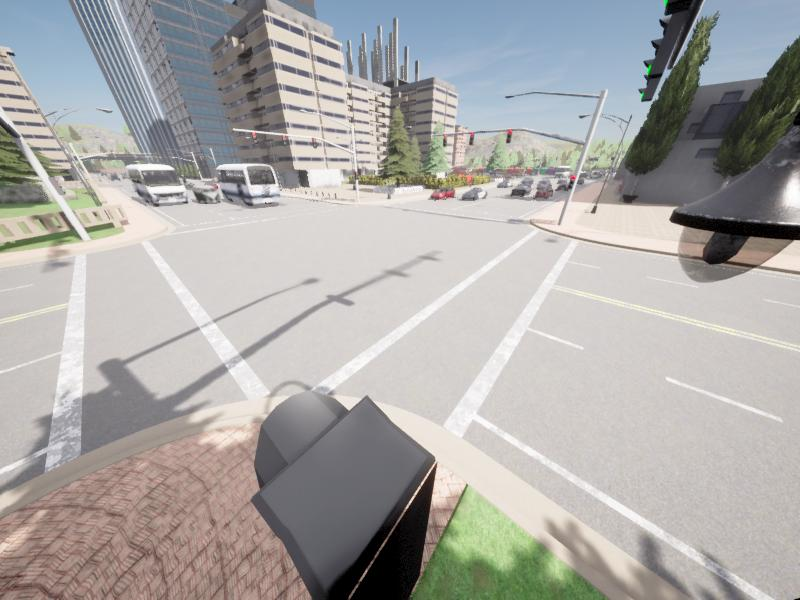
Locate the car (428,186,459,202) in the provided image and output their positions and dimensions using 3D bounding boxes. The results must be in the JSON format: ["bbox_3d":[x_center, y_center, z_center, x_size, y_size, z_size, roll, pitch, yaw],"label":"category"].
[{"bbox_3d":[6.084,-14.795,32.104,2.007,1.525,4.514,23,37,34],"label":"car"}]

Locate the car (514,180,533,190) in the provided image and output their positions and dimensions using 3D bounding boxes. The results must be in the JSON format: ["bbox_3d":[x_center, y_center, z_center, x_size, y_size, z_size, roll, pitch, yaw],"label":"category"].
[{"bbox_3d":[25.137,-23.386,47.057,2.007,1.525,4.514,23,37,34],"label":"car"}]

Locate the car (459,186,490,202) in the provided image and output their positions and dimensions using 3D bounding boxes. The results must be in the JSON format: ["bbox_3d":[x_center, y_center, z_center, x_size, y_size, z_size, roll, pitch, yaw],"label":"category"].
[{"bbox_3d":[10.257,-14.558,31.693,2.038,1.542,4.974,23,37,34],"label":"car"}]

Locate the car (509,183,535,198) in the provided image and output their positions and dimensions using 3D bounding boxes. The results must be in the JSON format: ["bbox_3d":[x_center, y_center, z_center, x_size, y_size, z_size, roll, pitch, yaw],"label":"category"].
[{"bbox_3d":[19.008,-17.097,35.978,1.930,1.638,5.238,23,37,34],"label":"car"}]

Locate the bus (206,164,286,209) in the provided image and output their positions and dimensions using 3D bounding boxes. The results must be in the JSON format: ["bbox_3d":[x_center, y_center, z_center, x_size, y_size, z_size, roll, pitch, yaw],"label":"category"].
[{"bbox_3d":[-18.881,-14.130,28.230,10.273,4.253,3.944,23,37,34],"label":"bus"}]

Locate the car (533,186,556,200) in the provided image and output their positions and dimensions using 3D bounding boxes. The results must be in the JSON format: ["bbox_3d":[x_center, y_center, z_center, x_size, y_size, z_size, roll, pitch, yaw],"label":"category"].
[{"bbox_3d":[20.742,-15.370,33.074,1.789,1.549,3.705,23,37,34],"label":"car"}]

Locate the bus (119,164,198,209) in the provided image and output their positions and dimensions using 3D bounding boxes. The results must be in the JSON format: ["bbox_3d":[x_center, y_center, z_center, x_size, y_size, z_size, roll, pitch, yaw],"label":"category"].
[{"bbox_3d":[-29.573,-14.140,28.246,10.273,4.253,3.944,22,36,33],"label":"bus"}]

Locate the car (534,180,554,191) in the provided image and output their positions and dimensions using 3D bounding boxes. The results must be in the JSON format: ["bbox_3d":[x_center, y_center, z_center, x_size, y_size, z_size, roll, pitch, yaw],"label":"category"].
[{"bbox_3d":[28.806,-22.933,46.079,2.033,1.649,4.856,23,37,34],"label":"car"}]

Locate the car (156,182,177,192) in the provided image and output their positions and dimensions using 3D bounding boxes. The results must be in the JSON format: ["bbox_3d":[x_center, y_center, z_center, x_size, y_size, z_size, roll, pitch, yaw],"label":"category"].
[{"bbox_3d":[-43.681,-21.136,43.171,4.674,1.442,1.812,23,37,34],"label":"car"}]

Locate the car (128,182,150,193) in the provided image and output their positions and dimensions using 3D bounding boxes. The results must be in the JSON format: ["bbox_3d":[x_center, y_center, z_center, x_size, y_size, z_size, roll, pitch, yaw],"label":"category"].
[{"bbox_3d":[-46.858,-20.255,41.480,3.988,1.617,1.851,23,37,34],"label":"car"}]

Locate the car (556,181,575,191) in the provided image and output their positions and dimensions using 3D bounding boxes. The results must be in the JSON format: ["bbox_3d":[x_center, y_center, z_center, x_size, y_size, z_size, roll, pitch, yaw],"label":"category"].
[{"bbox_3d":[31.981,-22.078,44.654,2.038,1.542,4.974,23,37,34],"label":"car"}]

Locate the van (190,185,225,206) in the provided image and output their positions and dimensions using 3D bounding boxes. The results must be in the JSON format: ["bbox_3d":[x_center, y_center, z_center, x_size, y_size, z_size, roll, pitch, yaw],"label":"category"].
[{"bbox_3d":[-23.755,-12.944,28.441,4.442,1.987,1.775,22,37,33],"label":"van"}]

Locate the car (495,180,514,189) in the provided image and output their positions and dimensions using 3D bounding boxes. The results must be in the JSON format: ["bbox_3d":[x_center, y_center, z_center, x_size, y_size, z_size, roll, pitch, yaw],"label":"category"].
[{"bbox_3d":[21.970,-24.281,48.471,2.038,1.542,4.974,23,37,34],"label":"car"}]

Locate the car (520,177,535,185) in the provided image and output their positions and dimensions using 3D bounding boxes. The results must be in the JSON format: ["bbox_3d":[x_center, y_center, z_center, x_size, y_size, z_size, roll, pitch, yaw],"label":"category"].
[{"bbox_3d":[33.210,-30.998,60.048,2.033,1.649,4.856,23,37,34],"label":"car"}]

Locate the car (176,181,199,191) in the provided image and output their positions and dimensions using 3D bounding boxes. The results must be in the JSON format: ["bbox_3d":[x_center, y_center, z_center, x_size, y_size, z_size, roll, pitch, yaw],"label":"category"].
[{"bbox_3d":[-42.989,-23.132,46.627,4.902,1.511,2.128,23,37,34],"label":"car"}]

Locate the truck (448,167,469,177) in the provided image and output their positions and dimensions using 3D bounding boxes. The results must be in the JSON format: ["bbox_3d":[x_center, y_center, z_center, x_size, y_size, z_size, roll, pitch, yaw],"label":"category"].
[{"bbox_3d":[25.426,-55.816,100.849,8.468,3.827,2.891,23,37,34],"label":"truck"}]

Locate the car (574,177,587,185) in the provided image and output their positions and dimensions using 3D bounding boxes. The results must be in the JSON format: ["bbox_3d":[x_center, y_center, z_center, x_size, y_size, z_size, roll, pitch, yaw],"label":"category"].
[{"bbox_3d":[46.503,-30.696,59.642,1.851,1.617,3.988,23,37,34],"label":"car"}]
